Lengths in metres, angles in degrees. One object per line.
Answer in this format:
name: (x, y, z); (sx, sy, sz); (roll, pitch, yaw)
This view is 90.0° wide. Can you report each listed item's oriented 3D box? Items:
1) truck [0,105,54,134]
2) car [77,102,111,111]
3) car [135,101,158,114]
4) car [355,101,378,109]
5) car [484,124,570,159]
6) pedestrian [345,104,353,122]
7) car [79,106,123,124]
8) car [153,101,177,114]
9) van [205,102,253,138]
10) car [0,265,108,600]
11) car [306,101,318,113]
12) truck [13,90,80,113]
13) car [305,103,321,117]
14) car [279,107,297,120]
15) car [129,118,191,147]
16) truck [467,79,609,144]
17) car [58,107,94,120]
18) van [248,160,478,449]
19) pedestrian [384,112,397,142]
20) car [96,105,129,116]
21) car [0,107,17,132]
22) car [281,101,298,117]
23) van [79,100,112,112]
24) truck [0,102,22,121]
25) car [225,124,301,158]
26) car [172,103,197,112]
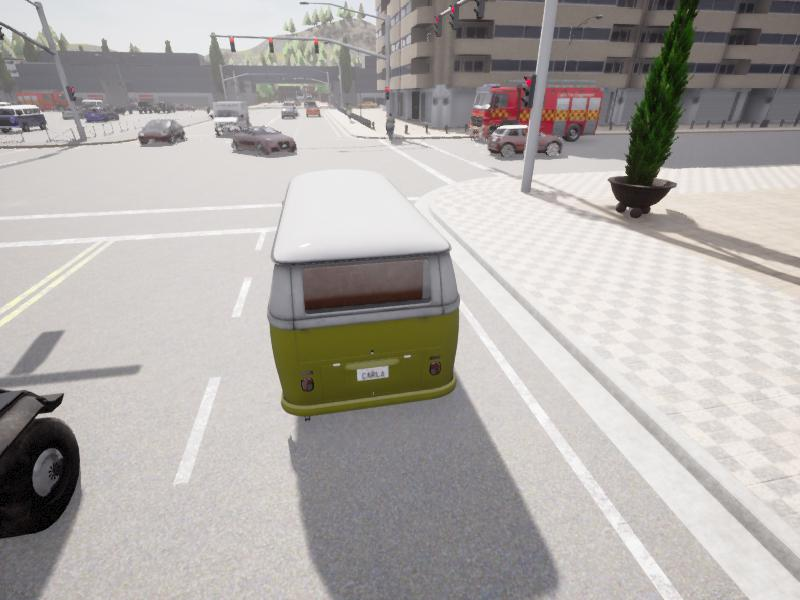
truck: (-32.341, -15.451, 34.103); (2.069, 2.038, 4.478); (-5, 28, -10)
car: (-63.991, -40.505, 83.735); (4.974, 1.542, 2.038); (-5, 28, -9)
car: (-42.794, -32.568, 67.619); (1.905, 1.878, 3.866); (-5, 28, -10)
car: (-8.019, -47.084, 96.493); (5.366, 1.575, 1.801); (-5, 28, -10)
car: (6.733, -8.567, 21.520); (3.806, 1.475, 1.970); (-5, 28, -9)
pedestrian: (-5.770, -21.279, 45.576); (0.751, 1.860, 0.751); (-5, 28, -10)
car: (-35.282, -21.961, 47.346); (2.242, 1.667, 4.611); (-5, 28, -10)
car: (-39.945, -32.806, 68.070); (1.932, 1.855, 4.605); (-5, 28, -10)
van: (-14.320, -15.431, 33.982); (2.351, 2.431, 6.366); (-5, 28, -10)
car: (-3.362, 1.528, 1.572); (1.905, 1.878, 3.866); (-5, 28, -10)
car: (-16.081, -35.355, 73.338); (1.905, 1.878, 3.866); (-5, 28, -10)
truck: (-67.356, -37.985, 76.388); (8.468, 3.827, 2.891); (-5, 28, -9)
car: (-13.292, -29.000, 61.066); (2.097, 1.767, 4.553); (-5, 28, -10)
car: (-15.730, -26.332, 56.313); (2.033, 1.411, 5.357); (-6, 28, -11)
car: (-16.409, -11.667, 27.668); (2.163, 1.488, 4.792); (-5, 27, -10)
truck: (9.341, -13.074, 27.712); (8.468, 3.827, 2.891); (-5, 28, -10)
car: (-42.052, -24.280, 52.023); (1.970, 1.475, 3.806); (-5, 28, -10)
van: (-0.682, -0.531, 5.468); (1.775, 1.987, 4.442); (-5, 28, -10)
pedestrian: (-0.674, -12.102, 27.967); (0.751, 1.860, 0.751); (-4, 27, -8)
car: (-44.206, -29.230, 61.638); (2.033, 1.415, 5.357); (-5, 28, -10)
car: (-35.167, -15.076, 33.585); (1.932, 1.855, 4.605); (-5, 28, -10)
car: (-17.255, -30.016, 62.774); (2.150, 2.045, 5.566); (-5, 28, -10)
van: (-61.559, -39.271, 80.846); (4.480, 2.038, 2.069); (-5, 28, -9)
truck: (-50.560, -23.787, 50.343); (2.069, 2.038, 4.478); (-5, 28, -10)
car: (-7.840, -9.152, 22.857); (4.181, 1.385, 1.994); (21, 34, 35)
car: (-43.401, -38.811, 80.626); (3.806, 1.475, 1.970); (-5, 28, -10)
